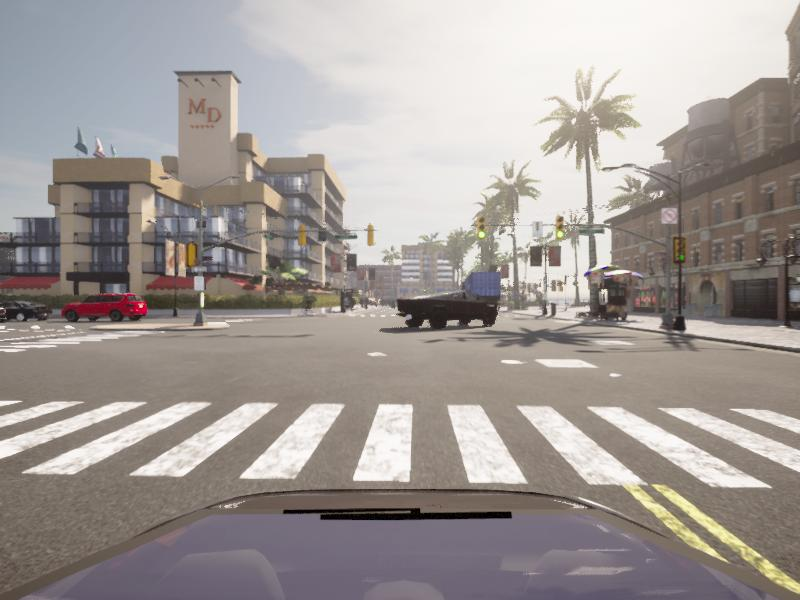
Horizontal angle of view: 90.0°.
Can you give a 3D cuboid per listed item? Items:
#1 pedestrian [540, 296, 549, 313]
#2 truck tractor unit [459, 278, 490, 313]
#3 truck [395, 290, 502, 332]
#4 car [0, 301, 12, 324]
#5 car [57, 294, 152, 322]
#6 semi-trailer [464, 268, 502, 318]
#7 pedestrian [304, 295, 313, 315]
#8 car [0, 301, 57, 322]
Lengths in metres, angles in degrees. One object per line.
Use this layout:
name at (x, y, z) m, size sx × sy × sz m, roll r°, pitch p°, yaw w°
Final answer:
pedestrian at (16.112, 0.480, 44.684) m, size 0.751 × 1.860 × 0.751 m, roll 0°, pitch 0°, yaw 0°
truck tractor unit at (9.299, -0.530, 50.688) m, size 3.053 × 4.208 × 6.516 m, roll 0°, pitch 0°, yaw 3°
truck at (2.940, 0.542, 23.189) m, size 6.274 × 2.098 × 2.390 m, roll 0°, pitch 0°, yaw -37°
car at (-28.530, 0.821, 26.606) m, size 3.705 × 1.549 × 1.789 m, roll 0°, pitch 0°, yaw 2°
car at (-22.006, 0.573, 29.905) m, size 5.566 × 2.045 × 2.150 m, roll 0°, pitch 0°, yaw 2°
semi-trailer at (8.526, -0.625, 42.813) m, size 2.717 × 4.402 × 14.254 m, roll 0°, pitch 0°, yaw 7°
pedestrian at (-8.972, 0.486, 39.198) m, size 0.751 × 1.860 × 0.751 m, roll 0°, pitch 0°, yaw -24°
car at (-29.044, 0.851, 30.125) m, size 4.892 × 1.490 × 1.837 m, roll 0°, pitch 0°, yaw 2°
